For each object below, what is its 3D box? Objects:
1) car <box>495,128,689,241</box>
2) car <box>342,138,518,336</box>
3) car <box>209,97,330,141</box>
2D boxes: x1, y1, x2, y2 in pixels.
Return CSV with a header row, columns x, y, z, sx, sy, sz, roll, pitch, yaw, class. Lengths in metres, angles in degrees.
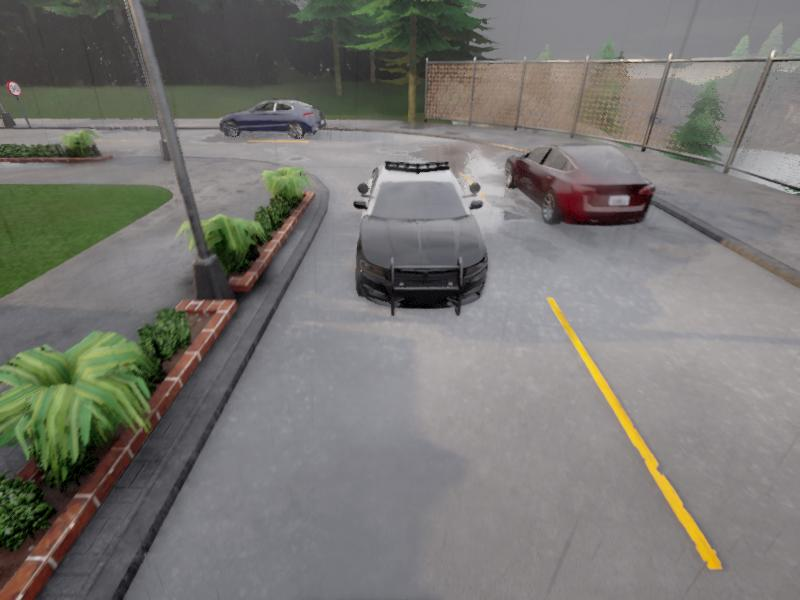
x,y,z,sx,sy,sz,roll,pitch,yaw,class
4.086,-3.054,9.729,2.163,1.488,4.792,-2,30,-3,car
0.293,-1.569,7.037,1.930,1.638,5.238,0,30,-1,car
-6.230,-8.924,19.614,5.027,1.651,2.152,5,31,8,car
